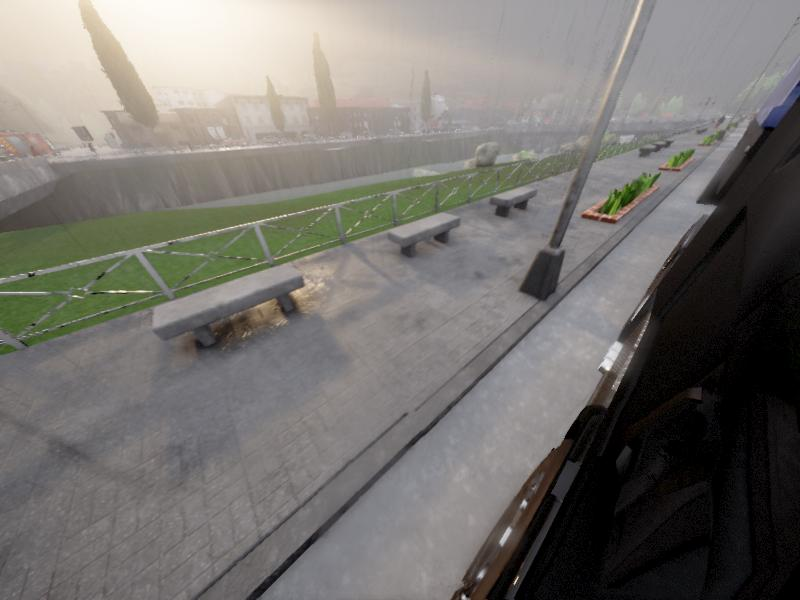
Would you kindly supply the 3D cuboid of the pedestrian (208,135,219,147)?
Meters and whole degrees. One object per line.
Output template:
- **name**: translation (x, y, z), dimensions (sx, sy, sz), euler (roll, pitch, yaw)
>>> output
- **pedestrian**: translation (-37.272, -31.689, 46.115), dimensions (0.751, 1.860, 0.751), euler (5, 38, 10)

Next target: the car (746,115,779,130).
- **car**: translation (51.705, -25.392, 33.012), dimensions (5.008, 1.535, 1.882), euler (-28, 44, -30)

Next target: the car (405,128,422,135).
- **car**: translation (4.233, -51.673, 70.635), dimensions (4.974, 1.542, 2.038), euler (-28, 44, -30)

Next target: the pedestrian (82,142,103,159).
- **pedestrian**: translation (-40.486, -19.723, 30.429), dimensions (0.751, 1.860, 0.751), euler (-32, 46, -33)

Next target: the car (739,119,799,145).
- **car**: translation (30.201, -13.903, 19.038), dimensions (4.514, 1.525, 2.007), euler (-28, 44, -30)

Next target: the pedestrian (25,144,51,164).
- **pedestrian**: translation (-42.258, -17.024, 26.948), dimensions (0.751, 1.860, 0.751), euler (22, 44, 29)

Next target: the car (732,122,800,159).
- **car**: translation (22.195, -9.629, 13.835), dimensions (4.514, 1.525, 2.007), euler (-28, 44, -30)

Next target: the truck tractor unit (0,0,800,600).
- **truck tractor unit**: translation (2.645, -0.295, 0.351), dimensions (6.516, 4.208, 3.053), euler (-28, 44, -30)

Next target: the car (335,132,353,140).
- **car**: translation (-14.109, -41.823, 58.736), dimensions (3.806, 1.475, 1.970), euler (-28, 44, -30)

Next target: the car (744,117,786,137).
- **car**: translation (38.302, -18.209, 24.319), dimensions (4.193, 1.474, 1.816), euler (-28, 44, -30)

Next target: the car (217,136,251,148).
- **car**: translation (-33.216, -31.671, 46.265), dimensions (5.027, 1.651, 2.152), euler (-28, 44, -30)

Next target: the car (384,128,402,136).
- **car**: translation (-1.991, -48.369, 66.569), dimensions (4.856, 1.649, 2.033), euler (-28, 44, -30)

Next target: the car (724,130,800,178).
- **car**: translation (16.662, -6.612, 10.286), dimensions (4.181, 1.385, 1.994), euler (-28, 44, -30)

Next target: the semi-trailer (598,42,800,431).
- **semi-trailer**: translation (8.698, -3.604, 4.229), dimensions (14.254, 4.402, 2.717), euler (-28, 44, -30)

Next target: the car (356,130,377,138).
- **car**: translation (-8.989, -44.625, 62.017), dimensions (5.238, 1.638, 1.930), euler (-28, 44, -30)

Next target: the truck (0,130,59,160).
- **truck**: translation (-62.789, -26.318, 39.060), dimensions (2.891, 3.827, 8.468), euler (-28, 44, -30)

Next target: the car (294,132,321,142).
- **car**: translation (-21.443, -37.973, 53.921), dimensions (5.238, 1.638, 1.930), euler (-28, 44, -30)

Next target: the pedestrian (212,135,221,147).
- **pedestrian**: translation (-36.986, -32.047, 46.573), dimensions (0.751, 1.860, 0.751), euler (-21, 41, -23)

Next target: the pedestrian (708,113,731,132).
- **pedestrian**: translation (41.301, -22.924, 29.866), dimensions (0.751, 1.860, 0.751), euler (-15, 39, -17)
